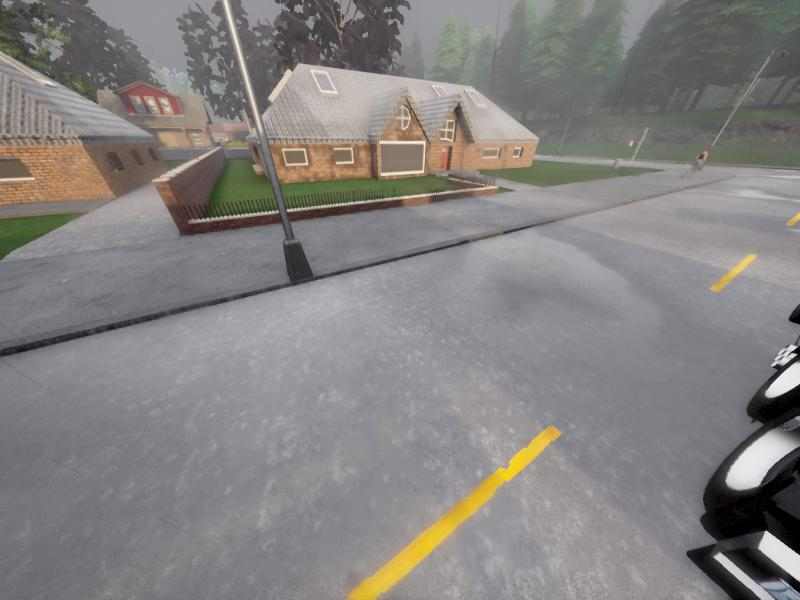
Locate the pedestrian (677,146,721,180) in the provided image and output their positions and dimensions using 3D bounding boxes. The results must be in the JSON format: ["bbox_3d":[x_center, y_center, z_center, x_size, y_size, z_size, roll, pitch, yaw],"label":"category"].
[{"bbox_3d":[19.661,-9.013,15.227,0.751,1.860,0.751,-4,35,-7],"label":"pedestrian"}]

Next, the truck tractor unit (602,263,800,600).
[{"bbox_3d":[5.108,-0.304,0.786,6.516,4.208,3.053,-18,39,-24],"label":"truck tractor unit"}]
